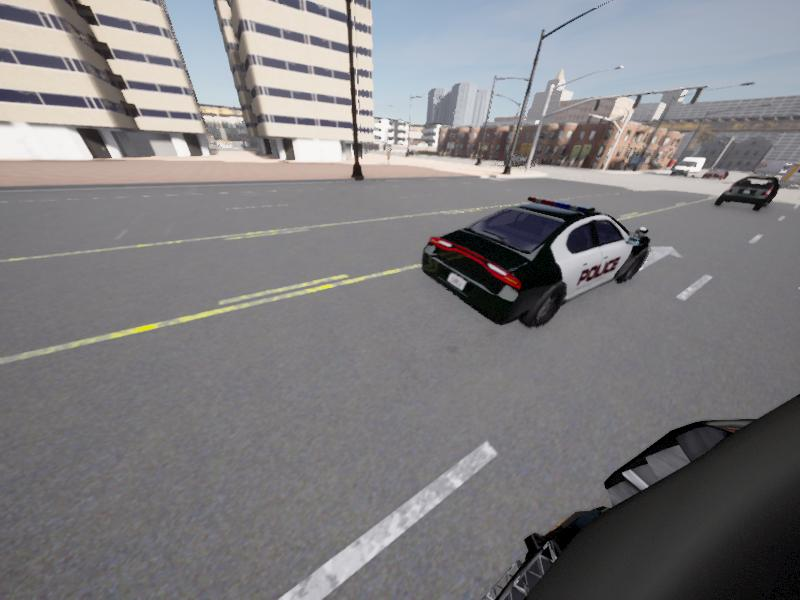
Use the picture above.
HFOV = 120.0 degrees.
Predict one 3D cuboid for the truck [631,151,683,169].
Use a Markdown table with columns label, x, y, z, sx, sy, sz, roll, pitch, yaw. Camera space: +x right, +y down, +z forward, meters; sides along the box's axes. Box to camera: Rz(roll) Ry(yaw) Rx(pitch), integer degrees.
| label | x | y | z | sx | sy | sz | roll | pitch | yaw |
| --- | --- | --- | --- | --- | --- | --- | --- | --- | --- |
| truck | 70.699 | -38.812 | 63.892 | 2.891 | 3.827 | 8.468 | -17 | 38 | -26 |

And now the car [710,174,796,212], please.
| label | x | y | z | sx | sy | sz | roll | pitch | yaw |
| --- | --- | --- | --- | --- | --- | --- | --- | --- | --- |
| car | 20.807 | -6.422 | 13.650 | 3.988 | 1.617 | 1.851 | -16 | 38 | -26 |

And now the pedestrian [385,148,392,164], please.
| label | x | y | z | sx | sy | sz | roll | pitch | yaw |
| --- | --- | --- | --- | --- | --- | --- | --- | --- | --- |
| pedestrian | -1.619 | -20.208 | 32.488 | 0.751 | 1.860 | 0.751 | -6 | 35 | -14 |

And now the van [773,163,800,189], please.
| label | x | y | z | sx | sy | sz | roll | pitch | yaw |
| --- | --- | --- | --- | --- | --- | --- | --- | --- | --- |
| van | 46.973 | -14.435 | 26.842 | 6.366 | 2.431 | 2.351 | -16 | 38 | -26 |

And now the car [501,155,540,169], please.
| label | x | y | z | sx | sy | sz | roll | pitch | yaw |
| --- | --- | --- | --- | --- | --- | --- | --- | --- | --- |
| car | 19.766 | -22.794 | 38.112 | 1.930 | 1.638 | 5.238 | -17 | 38 | -27 |

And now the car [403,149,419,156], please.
| label | x | y | z | sx | sy | sz | roll | pitch | yaw |
| --- | --- | --- | --- | --- | --- | --- | --- | --- | --- |
| car | 3.222 | -42.377 | 66.410 | 2.128 | 1.511 | 4.902 | -17 | 38 | -27 |

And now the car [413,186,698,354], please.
| label | x | y | z | sx | sy | sz | roll | pitch | yaw |
| --- | --- | --- | --- | --- | --- | --- | --- | --- | --- |
| car | 2.940 | -1.076 | 4.398 | 4.974 | 1.542 | 2.038 | -17 | 38 | -26 |

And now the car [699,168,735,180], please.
| label | x | y | z | sx | sy | sz | roll | pitch | yaw |
| --- | --- | --- | --- | --- | --- | --- | --- | --- | --- |
| car | 46.027 | -18.315 | 33.551 | 4.181 | 1.385 | 1.994 | -16 | 38 | -26 |

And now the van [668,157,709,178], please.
| label | x | y | z | sx | sy | sz | roll | pitch | yaw |
| --- | --- | --- | --- | --- | --- | --- | --- | --- | --- |
| van | 45.003 | -20.753 | 36.079 | 5.915 | 2.561 | 1.988 | -17 | 38 | -26 |

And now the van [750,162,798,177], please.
| label | x | y | z | sx | sy | sz | roll | pitch | yaw |
| --- | --- | --- | --- | --- | --- | --- | --- | --- | --- |
| van | 85.312 | -29.997 | 52.890 | 1.988 | 2.561 | 5.915 | 11 | 35 | 11 |

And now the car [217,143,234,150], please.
| label | x | y | z | sx | sy | sz | roll | pitch | yaw |
| --- | --- | --- | --- | --- | --- | --- | --- | --- | --- |
| car | -49.282 | -43.457 | 65.296 | 3.633 | 1.501 | 1.845 | -19 | 39 | -27 |
